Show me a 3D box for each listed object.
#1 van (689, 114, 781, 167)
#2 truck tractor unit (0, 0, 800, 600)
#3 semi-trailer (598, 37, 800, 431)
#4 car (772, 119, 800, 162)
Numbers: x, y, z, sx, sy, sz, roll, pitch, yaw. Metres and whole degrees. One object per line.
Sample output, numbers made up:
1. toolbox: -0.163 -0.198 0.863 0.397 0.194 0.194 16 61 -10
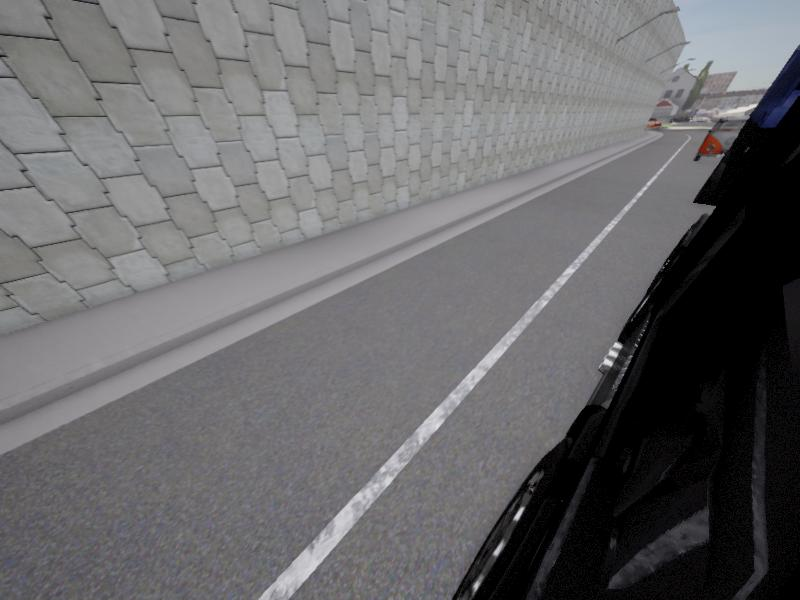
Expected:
1. van: 17.510 -8.559 12.293 4.442 1.987 1.775 -31 45 -32
2. truck tractor unit: 2.645 -0.295 0.352 6.516 4.208 3.053 -28 44 -30
3. semi-trailer: 8.663 -3.632 4.257 14.254 4.402 2.717 -29 44 -30
4. car: 22.024 -8.250 11.846 4.611 1.667 2.242 -31 45 -32
